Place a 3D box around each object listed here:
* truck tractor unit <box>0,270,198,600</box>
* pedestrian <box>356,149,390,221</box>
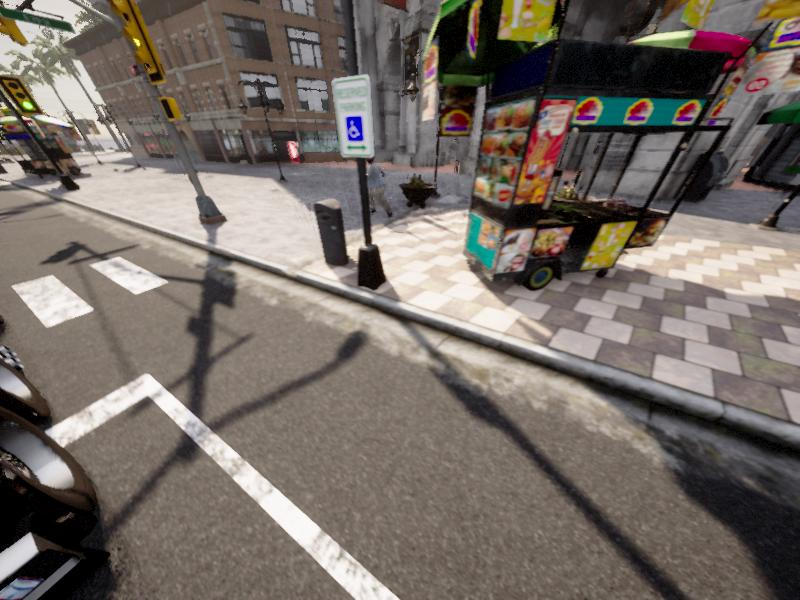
[{"bbox_3d":[-5.121,-0.291,0.763,6.516,4.208,3.053,18,39,24],"label":"truck tractor unit"},{"bbox_3d":[-0.766,-3.497,7.087,0.751,1.860,0.751,4,35,6],"label":"pedestrian"}]
